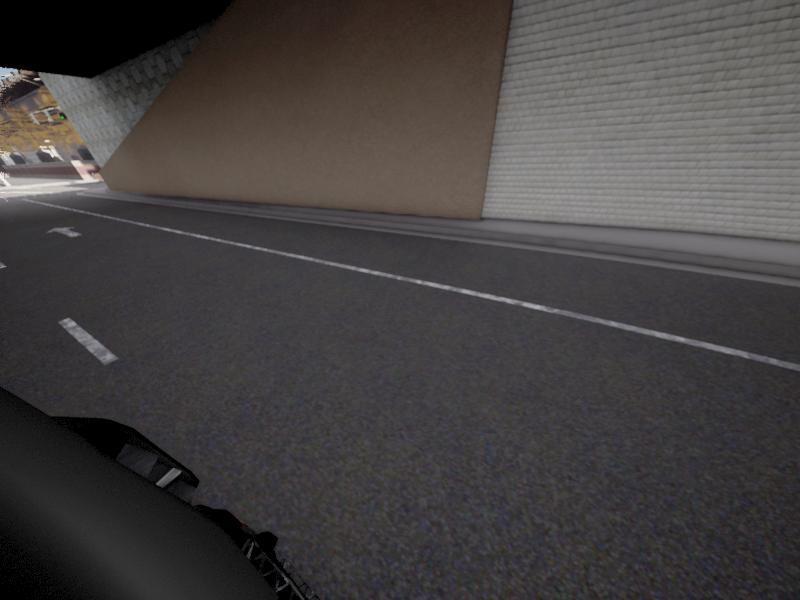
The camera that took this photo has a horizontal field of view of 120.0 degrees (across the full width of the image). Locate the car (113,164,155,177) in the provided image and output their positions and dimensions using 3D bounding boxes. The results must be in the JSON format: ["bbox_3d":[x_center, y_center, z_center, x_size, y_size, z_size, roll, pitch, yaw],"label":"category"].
[{"bbox_3d":[-37.476,-18.333,32.693,1.853,1.218,4.536,-12,35,-13],"label":"car"}]

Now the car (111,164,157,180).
[{"bbox_3d":[-37.453,-18.175,32.738,2.038,1.542,4.974,-12,35,-13],"label":"car"}]
